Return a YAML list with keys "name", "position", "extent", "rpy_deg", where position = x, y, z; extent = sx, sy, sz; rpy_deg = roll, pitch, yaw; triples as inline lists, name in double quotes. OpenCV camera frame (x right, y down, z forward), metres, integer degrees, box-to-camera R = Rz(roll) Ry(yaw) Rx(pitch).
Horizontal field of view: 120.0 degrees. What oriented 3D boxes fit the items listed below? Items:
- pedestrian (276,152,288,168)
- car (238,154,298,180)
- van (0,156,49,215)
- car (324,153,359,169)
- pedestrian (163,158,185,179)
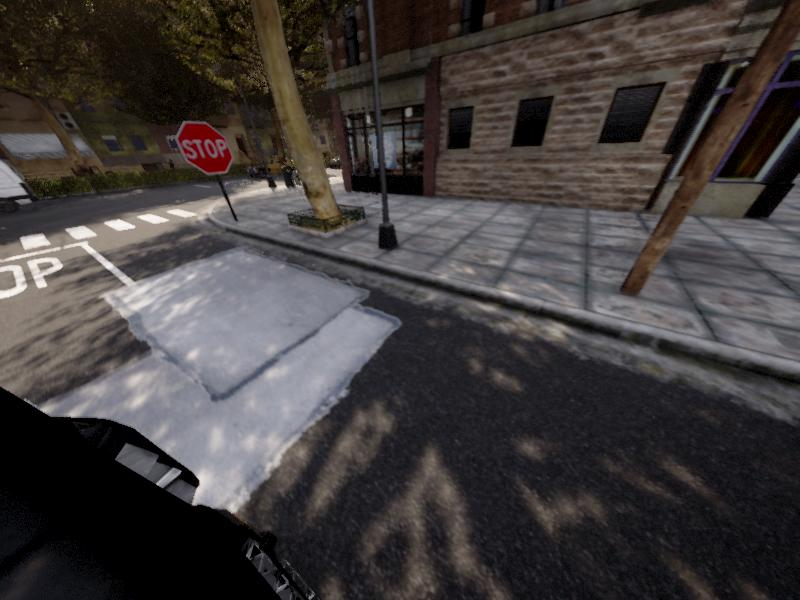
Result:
- name: "pedestrian"
  position: [-16.943, -20.184, 33.314]
  extent: [0.751, 1.860, 0.751]
  rpy_deg: [17, 39, 27]
- name: "car"
  position: [-13.080, -13.448, 23.263]
  extent: [1.932, 1.855, 4.605]
  rpy_deg: [18, 40, 28]
- name: "van"
  position: [-22.864, -5.237, 11.136]
  extent: [1.988, 2.561, 5.915]
  rpy_deg: [19, 39, 29]
- name: "car"
  position: [-7.542, -18.154, 30.128]
  extent: [1.851, 1.617, 3.988]
  rpy_deg: [19, 39, 29]
- name: "pedestrian"
  position: [-24.186, -14.085, 24.742]
  extent: [0.751, 1.860, 0.751]
  rpy_deg: [19, 39, 29]
